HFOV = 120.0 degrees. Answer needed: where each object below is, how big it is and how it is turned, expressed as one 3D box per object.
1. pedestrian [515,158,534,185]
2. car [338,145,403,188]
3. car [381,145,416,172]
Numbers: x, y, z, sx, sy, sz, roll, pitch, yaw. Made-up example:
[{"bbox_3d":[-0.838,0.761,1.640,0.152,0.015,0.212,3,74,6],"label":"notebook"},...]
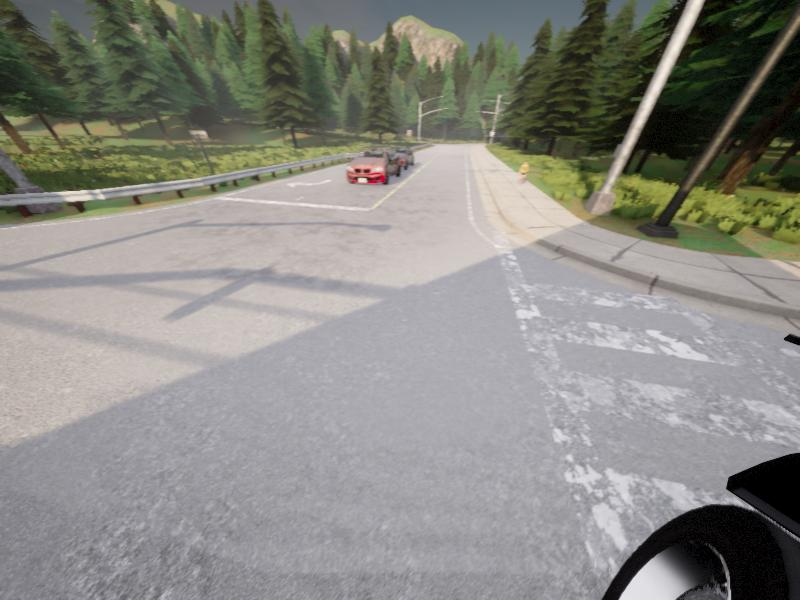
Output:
[{"bbox_3d":[6.082,-6.283,11.318,0.500,1.100,0.500,13,38,18],"label":"pedestrian"},{"bbox_3d":[-1.397,-7.776,13.197,2.242,1.667,4.611,8,36,10],"label":"car"},{"bbox_3d":[-0.028,-11.278,18.233,1.816,1.474,4.193,7,36,10],"label":"car"}]
